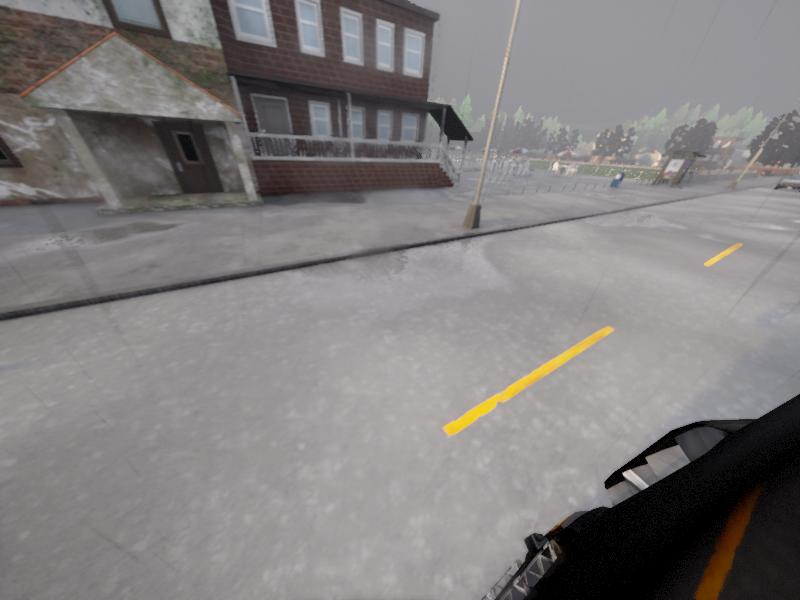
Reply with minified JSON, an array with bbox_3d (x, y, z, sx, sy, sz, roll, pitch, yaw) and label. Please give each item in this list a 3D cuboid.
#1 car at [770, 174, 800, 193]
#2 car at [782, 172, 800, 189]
[{"bbox_3d":[41.787,-12.341,24.353,5.357,1.411,2.033,-16,38,-26],"label":"car"},{"bbox_3d":[48.561,-14.326,27.725,4.514,1.525,2.007,-16,38,-26],"label":"car"}]
